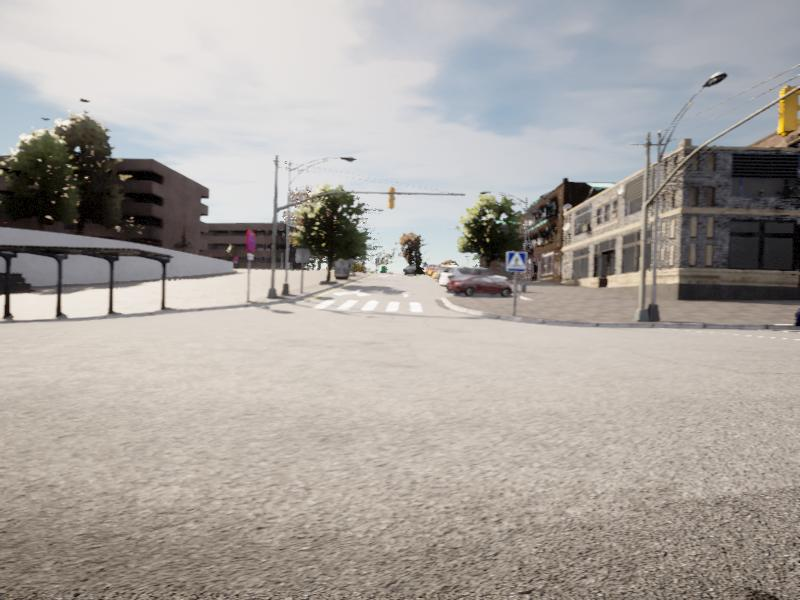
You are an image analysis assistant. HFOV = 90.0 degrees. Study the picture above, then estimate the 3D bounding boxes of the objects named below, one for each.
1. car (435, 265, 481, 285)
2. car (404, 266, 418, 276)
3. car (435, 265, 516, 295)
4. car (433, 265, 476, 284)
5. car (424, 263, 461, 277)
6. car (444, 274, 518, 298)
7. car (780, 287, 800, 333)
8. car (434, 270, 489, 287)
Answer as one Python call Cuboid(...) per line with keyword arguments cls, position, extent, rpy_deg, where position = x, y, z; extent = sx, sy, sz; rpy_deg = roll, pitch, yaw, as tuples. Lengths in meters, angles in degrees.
Cuboid(cls="car", position=(6.211, -2.690, 43.272), extent=(4.442, 1.987, 1.878), rpy_deg=(1, 6, -18))
Cuboid(cls="car", position=(1.770, -4.776, 66.163), extent=(2.128, 1.511, 4.902), rpy_deg=(2, 5, 1))
Cuboid(cls="car", position=(5.870, -1.586, 31.297), extent=(5.566, 2.045, 2.435), rpy_deg=(1, 5, -18))
Cuboid(cls="car", position=(6.328, -2.973, 46.285), extent=(4.442, 1.987, 1.878), rpy_deg=(1, 6, -18))
Cuboid(cls="car", position=(7.137, -4.977, 67.364), extent=(5.566, 2.045, 2.435), rpy_deg=(1, 6, -19))
Cuboid(cls="car", position=(5.720, -1.013, 28.307), extent=(4.674, 1.452, 2.002), rpy_deg=(1, 5, -18))
Cuboid(cls="car", position=(14.360, 0.305, 11.335), extent=(2.163, 1.488, 4.792), rpy_deg=(0, -1, -13))
Cuboid(cls="car", position=(6.184, -2.181, 40.328), extent=(4.892, 1.521, 2.231), rpy_deg=(1, 5, -18))
